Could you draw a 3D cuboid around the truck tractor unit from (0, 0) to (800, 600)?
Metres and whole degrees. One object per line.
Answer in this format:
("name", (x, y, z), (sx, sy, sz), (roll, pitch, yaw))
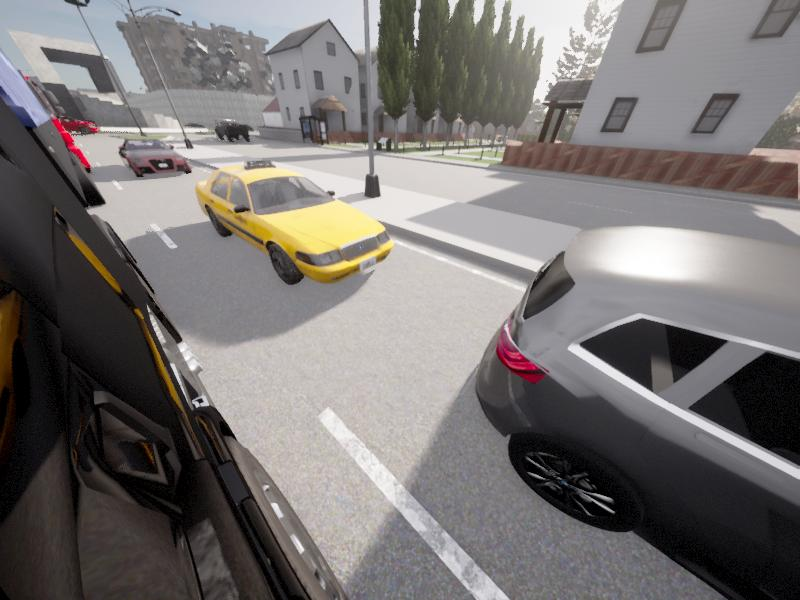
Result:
("truck tractor unit", (-2.645, -0.295, 0.351), (6.516, 4.208, 3.053), (28, 44, 30))

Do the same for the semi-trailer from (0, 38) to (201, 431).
("semi-trailer", (-8.674, -3.607, 4.272), (14.254, 4.402, 2.717), (28, 44, 30))

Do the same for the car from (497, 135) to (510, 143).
("car", (28.413, -44.573, 63.800), (2.033, 1.649, 4.856), (6, 37, 5))

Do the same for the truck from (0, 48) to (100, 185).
("truck", (-17.152, -7.951, 10.132), (8.468, 3.827, 2.891), (28, 44, 30))

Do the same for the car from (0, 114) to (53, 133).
("car", (-50.133, -23.367, 30.588), (3.866, 1.878, 1.905), (-4, 37, -9))

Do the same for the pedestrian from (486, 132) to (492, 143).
("pedestrian", (19.122, -34.914, 49.716), (0.751, 1.860, 0.751), (7, 37, 7))

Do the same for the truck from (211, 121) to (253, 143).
("truck", (-21.851, -21.860, 30.002), (6.274, 2.098, 2.390), (32, 46, 34))

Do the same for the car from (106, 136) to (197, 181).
("car", (-11.838, -6.845, 10.999), (4.181, 1.385, 1.994), (29, 44, 31))

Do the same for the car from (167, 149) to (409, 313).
("car", (-2.521, -1.933, 4.750), (5.366, 1.575, 1.801), (28, 44, 30))

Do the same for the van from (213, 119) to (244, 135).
("van", (-35.038, -35.642, 47.506), (2.351, 2.431, 6.366), (-2, 37, -7))

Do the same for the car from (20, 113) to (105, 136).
("car", (-43.052, -22.569, 29.789), (5.566, 2.045, 2.150), (-15, 40, -22))

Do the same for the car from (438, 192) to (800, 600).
("car", (2.861, 0.918, 1.149), (4.611, 1.667, 2.242), (28, 44, 30))

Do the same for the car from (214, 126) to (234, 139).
("car", (-26.991, -25.659, 35.343), (1.816, 1.474, 4.193), (-21, 43, -28))
